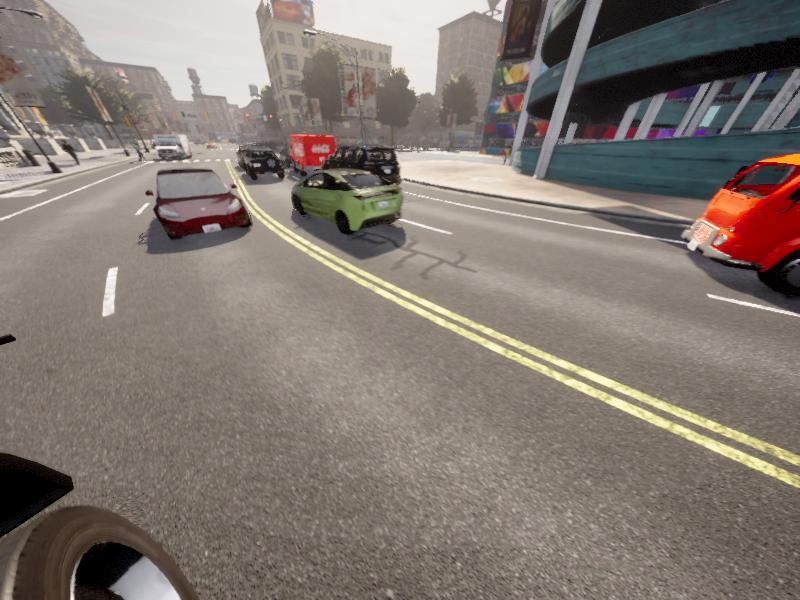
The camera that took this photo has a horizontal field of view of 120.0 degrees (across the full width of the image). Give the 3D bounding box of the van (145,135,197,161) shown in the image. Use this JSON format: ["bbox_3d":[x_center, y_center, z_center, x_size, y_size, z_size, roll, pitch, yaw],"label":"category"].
[{"bbox_3d":[-27.301,-18.411,27.871,2.351,2.431,6.366,-15,38,-21],"label":"van"}]

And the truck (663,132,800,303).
[{"bbox_3d":[8.917,-1.219,3.713,5.204,2.467,2.627,17,38,24],"label":"truck"}]

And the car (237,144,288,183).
[{"bbox_3d":[-9.425,-9.414,15.723,1.932,1.855,4.605,-20,40,-27],"label":"car"}]

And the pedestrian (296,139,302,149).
[{"bbox_3d":[-24.872,-38.492,56.996,0.751,1.860,0.751,25,41,30],"label":"pedestrian"}]

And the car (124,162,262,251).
[{"bbox_3d":[-6.376,-3.276,7.291,2.163,1.488,4.792,-24,42,-31],"label":"car"}]

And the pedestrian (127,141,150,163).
[{"bbox_3d":[-26.559,-15.065,23.524,0.751,1.860,0.751,-21,40,-28],"label":"pedestrian"}]

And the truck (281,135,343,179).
[{"bbox_3d":[-6.687,-10.901,17.393,2.627,2.467,5.204,-20,40,-27],"label":"truck"}]

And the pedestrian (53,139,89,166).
[{"bbox_3d":[-27.199,-12.205,19.131,0.751,1.860,0.751,-17,38,-23],"label":"pedestrian"}]

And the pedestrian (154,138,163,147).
[{"bbox_3d":[-59.451,-38.854,56.907,0.751,1.860,0.751,-15,38,-21],"label":"pedestrian"}]

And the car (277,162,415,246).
[{"bbox_3d":[-1.890,-3.382,7.485,2.007,1.525,4.514,-28,44,-34],"label":"car"}]

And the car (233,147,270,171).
[{"bbox_3d":[-13.428,-12.761,20.775,2.007,1.525,4.514,-20,40,-27],"label":"car"}]

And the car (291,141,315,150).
[{"bbox_3d":[-22.267,-35.507,53.114,4.553,1.767,2.097,-17,39,-24],"label":"car"}]

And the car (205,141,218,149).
[{"bbox_3d":[-45.541,-37.493,55.786,1.882,1.535,5.008,-20,40,-27],"label":"car"}]

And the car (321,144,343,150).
[{"bbox_3d":[-16.425,-37.214,56.109,4.718,1.301,1.895,-20,40,-27],"label":"car"}]

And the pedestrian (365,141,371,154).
[{"bbox_3d":[-5.595,-26.758,40.453,0.751,1.860,0.751,-13,37,-18],"label":"pedestrian"}]

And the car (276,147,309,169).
[{"bbox_3d":[-10.397,-13.762,22.245,1.789,1.549,3.705,-20,40,-27],"label":"car"}]

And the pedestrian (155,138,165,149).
[{"bbox_3d":[-49.542,-32.328,47.691,0.751,1.860,0.751,28,43,33],"label":"pedestrian"}]

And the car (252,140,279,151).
[{"bbox_3d":[-30.142,-34.727,51.786,4.605,1.855,1.932,4,35,3],"label":"car"}]

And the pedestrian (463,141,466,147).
[{"bbox_3d":[23.825,-57.612,85.366,0.751,1.860,0.751,-26,43,-33],"label":"pedestrian"}]

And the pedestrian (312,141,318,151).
[{"bbox_3d":[-18.864,-34.310,51.351,0.751,1.860,0.751,-25,42,-32],"label":"pedestrian"}]

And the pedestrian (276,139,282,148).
[{"bbox_3d":[-29.760,-38.436,56.830,0.751,1.860,0.751,-2,35,-4],"label":"pedestrian"}]

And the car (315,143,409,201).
[{"bbox_3d":[-2.169,-6.937,12.141,2.150,2.045,5.566,-23,41,-30],"label":"car"}]

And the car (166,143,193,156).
[{"bbox_3d":[-32.674,-22.450,34.390,2.128,1.511,4.902,-20,40,-27],"label":"car"}]

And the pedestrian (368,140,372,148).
[{"bbox_3d":[-9.004,-46.720,69.114,0.751,1.860,0.751,-16,38,-23],"label":"pedestrian"}]

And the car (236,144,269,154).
[{"bbox_3d":[-25.429,-26.162,39.984,4.181,1.385,1.994,4,35,5],"label":"car"}]

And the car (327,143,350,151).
[{"bbox_3d":[-14.362,-35.630,53.737,4.674,1.442,1.812,-20,40,-27],"label":"car"}]
